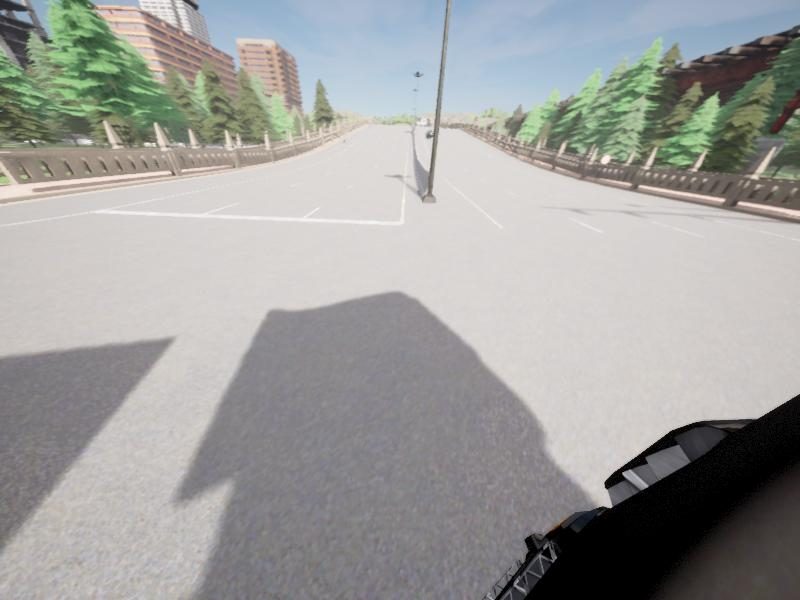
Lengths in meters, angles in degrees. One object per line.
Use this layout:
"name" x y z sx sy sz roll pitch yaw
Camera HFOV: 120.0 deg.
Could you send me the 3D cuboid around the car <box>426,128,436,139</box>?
"car" 7.517 -40.704 56.469 2.097 1.767 4.553 3 41 0
